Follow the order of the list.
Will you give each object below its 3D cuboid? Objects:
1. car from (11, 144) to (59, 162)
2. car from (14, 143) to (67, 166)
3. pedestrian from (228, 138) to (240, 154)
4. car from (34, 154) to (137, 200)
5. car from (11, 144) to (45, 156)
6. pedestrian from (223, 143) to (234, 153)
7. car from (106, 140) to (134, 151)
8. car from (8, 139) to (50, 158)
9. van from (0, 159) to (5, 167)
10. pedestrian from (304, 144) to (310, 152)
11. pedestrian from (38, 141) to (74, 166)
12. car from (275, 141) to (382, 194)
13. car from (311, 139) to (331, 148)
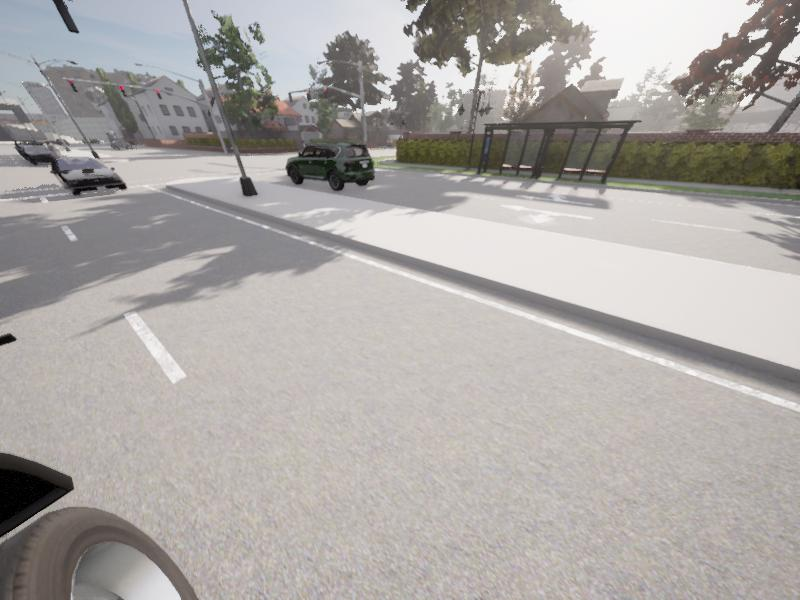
[{"bbox_3d":[-40.521,-16.407,25.625,4.792,1.488,2.163,22,41,28],"label":"car"},{"bbox_3d":[-34.710,-14.132,22.298,5.238,1.638,1.930,22,40,27],"label":"car"},{"bbox_3d":[-23.624,-21.887,32.904,0.751,1.860,0.751,-29,45,-35],"label":"pedestrian"},{"bbox_3d":[-15.693,-6.269,11.489,5.357,1.411,2.033,22,41,28],"label":"car"},{"bbox_3d":[-51.117,-20.642,31.720,4.718,1.301,1.895,22,41,28],"label":"car"},{"bbox_3d":[-25.714,-22.761,34.605,0.751,1.300,0.751,27,43,32],"label":"pedestrian"},{"bbox_3d":[-54.623,-30.287,45.104,5.027,1.651,2.152,22,41,28],"label":"car"},{"bbox_3d":[-45.743,-18.699,28.484,3.866,1.878,1.905,22,41,28],"label":"car"},{"bbox_3d":[-36.921,-12.711,19.918,4.480,2.038,2.069,22,41,28],"label":"van"},{"bbox_3d":[-15.883,-26.097,39.599,0.500,1.100,0.500,23,41,29],"label":"pedestrian"},{"bbox_3d":[-30.381,-12.956,20.428,0.751,1.860,0.751,5,35,7],"label":"pedestrian"},{"bbox_3d":[-3.894,-7.363,12.563,5.566,2.045,2.150,22,41,28],"label":"car"},{"bbox_3d":[-17.070,-33.808,49.912,3.806,1.475,1.970,22,41,28],"label":"car"}]
